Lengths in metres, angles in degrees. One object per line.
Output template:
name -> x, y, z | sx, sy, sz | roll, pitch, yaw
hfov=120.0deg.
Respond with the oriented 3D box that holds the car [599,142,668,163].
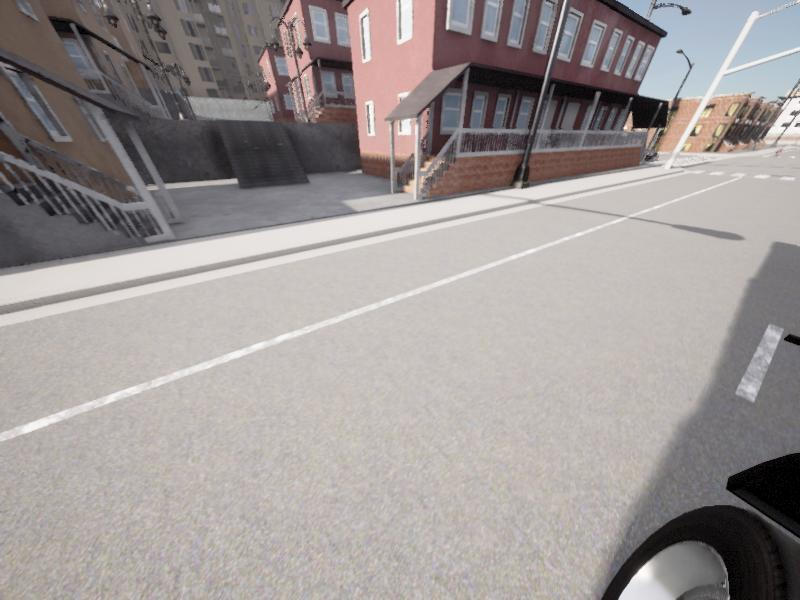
car -> 25.442, -16.263, 25.387 | 2.242, 1.667, 4.611 | -17, 38, -22
